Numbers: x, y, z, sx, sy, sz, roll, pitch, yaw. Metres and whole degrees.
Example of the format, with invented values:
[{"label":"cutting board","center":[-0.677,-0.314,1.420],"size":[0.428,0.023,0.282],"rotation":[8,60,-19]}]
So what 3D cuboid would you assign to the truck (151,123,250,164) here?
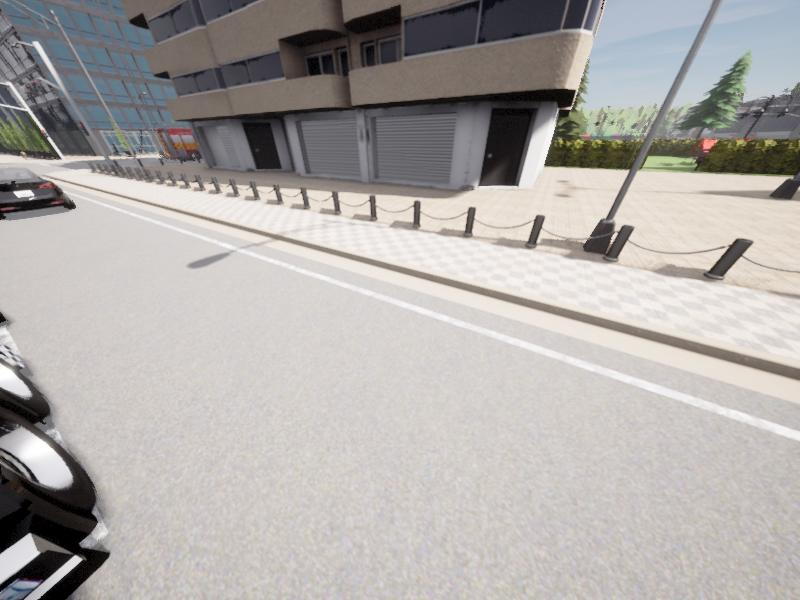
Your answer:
[{"label":"truck","center":[-24.958,-20.184,29.757],"size":[2.891,3.827,8.468],"rotation":[18,39,25]}]

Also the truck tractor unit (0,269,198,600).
[{"label":"truck tractor unit","center":[-5.117,-0.296,0.764],"size":[6.516,4.208,3.053],"rotation":[18,39,24]}]

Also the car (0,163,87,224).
[{"label":"car","center":[-15.182,-4.344,9.072],"size":[4.792,1.488,2.163],"rotation":[18,39,24]}]
